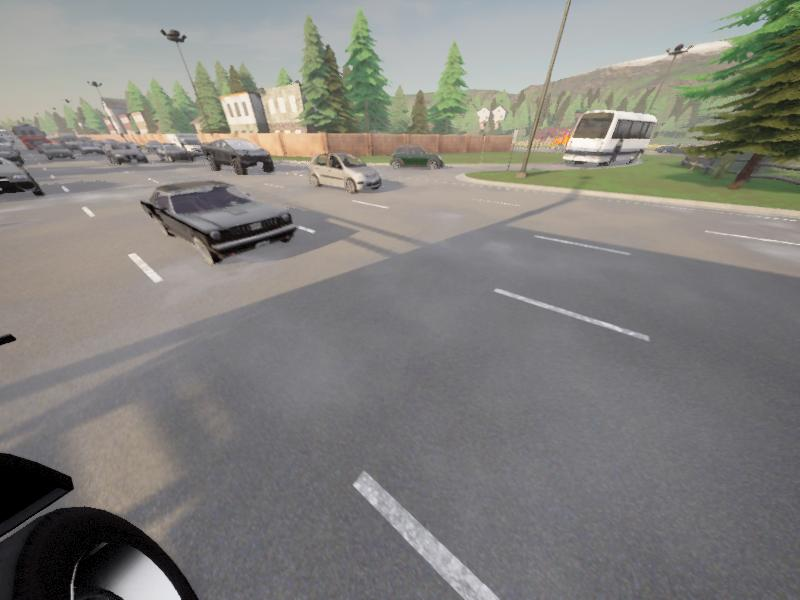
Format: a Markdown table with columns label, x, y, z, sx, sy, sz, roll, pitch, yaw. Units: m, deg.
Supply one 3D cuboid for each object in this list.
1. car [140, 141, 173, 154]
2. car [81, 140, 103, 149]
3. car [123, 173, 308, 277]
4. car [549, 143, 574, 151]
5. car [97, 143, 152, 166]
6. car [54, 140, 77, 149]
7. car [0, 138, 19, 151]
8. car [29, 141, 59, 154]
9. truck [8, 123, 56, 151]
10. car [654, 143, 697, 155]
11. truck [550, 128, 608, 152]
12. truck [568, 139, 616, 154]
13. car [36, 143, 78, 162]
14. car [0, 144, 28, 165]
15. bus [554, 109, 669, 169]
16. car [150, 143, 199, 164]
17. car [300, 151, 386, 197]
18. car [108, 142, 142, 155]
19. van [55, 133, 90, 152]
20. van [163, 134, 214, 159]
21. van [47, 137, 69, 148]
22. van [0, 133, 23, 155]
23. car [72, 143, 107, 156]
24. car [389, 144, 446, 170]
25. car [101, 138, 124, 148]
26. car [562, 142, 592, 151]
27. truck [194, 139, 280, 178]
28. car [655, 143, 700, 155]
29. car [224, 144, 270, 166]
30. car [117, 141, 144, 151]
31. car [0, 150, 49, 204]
| label | x | y | z | sx | sy | sz | roll | pitch | yaw |
| --- | --- | --- | --- | --- | --- | --- | --- | --- | --- |
| car | -38.186 | -23.991 | 36.221 | 5.238 | 1.638 | 1.930 | 23 | 41 | 29 |
| car | -64.358 | -32.509 | 48.308 | 3.806 | 1.475 | 1.970 | 23 | 41 | 29 |
| car | -4.770 | -2.218 | 5.896 | 4.718 | 1.301 | 1.895 | 23 | 41 | 29 |
| car | 36.302 | -34.489 | 51.969 | 4.181 | 1.385 | 1.994 | 23 | 41 | 29 |
| car | -26.367 | -14.010 | 22.126 | 4.611 | 1.667 | 2.242 | 23 | 41 | 29 |
| car | -66.633 | -31.019 | 46.021 | 3.633 | 1.501 | 1.845 | 23 | 41 | 29 |
| car | -70.317 | -27.719 | 41.037 | 4.605 | 1.855 | 1.932 | 23 | 41 | 29 |
| car | -53.638 | -23.023 | 34.779 | 3.633 | 1.501 | 1.845 | 23 | 41 | 29 |
| truck | -66.541 | -29.411 | 41.773 | 8.468 | 3.827 | 2.891 | 23 | 41 | 29 |
| car | 51.132 | -28.233 | 43.089 | 4.611 | 1.667 | 2.242 | 23 | 41 | 29 |
| truck | 36.578 | -32.877 | 47.564 | 8.468 | 3.827 | 2.891 | 23 | 41 | 29 |
| truck | 34.733 | -27.952 | 42.062 | 6.274 | 2.098 | 2.390 | 23 | 41 | 29 |
| car | -37.547 | -16.179 | 25.264 | 4.892 | 1.490 | 1.837 | 23 | 41 | 29 |
| car | -38.693 | -14.165 | 22.408 | 4.792 | 1.488 | 2.163 | 23 | 41 | 29 |
| bus | 21.253 | -16.147 | 23.319 | 10.273 | 4.253 | 3.944 | -19 | 41 | -26 |
| car | -23.405 | -15.238 | 23.921 | 5.238 | 1.638 | 1.930 | 23 | 41 | 29 |
| car | -2.873 | -6.528 | 11.759 | 3.988 | 1.617 | 1.851 | 23 | 41 | 29 |
| car | -40.846 | -22.521 | 34.327 | 5.357 | 1.411 | 2.033 | 23 | 41 | 29 |
| van | -55.579 | -26.752 | 39.176 | 5.915 | 2.561 | 1.988 | 23 | 41 | 29 |
| van | -26.770 | -19.477 | 29.227 | 6.366 | 2.431 | 2.351 | 23 | 41 | 29 |
| van | -77.578 | -35.827 | 52.388 | 4.442 | 1.987 | 1.775 | 23 | 41 | 29 |
| van | -56.893 | -22.263 | 32.919 | 6.366 | 2.431 | 2.351 | 23 | 41 | 29 |
| car | -43.547 | -21.171 | 32.387 | 5.357 | 1.411 | 2.033 | 23 | 41 | 29 |
| car | 1.409 | -12.231 | 19.734 | 4.553 | 1.767 | 2.097 | 1 | 35 | 2 |
| car | -64.623 | -35.246 | 51.847 | 4.553 | 1.767 | 2.097 | 23 | 41 | 29 |
| car | 40.511 | -35.278 | 52.951 | 4.974 | 1.542 | 2.038 | 23 | 41 | 29 |
| truck | -12.078 | -10.628 | 17.076 | 6.274 | 2.098 | 2.390 | 23 | 41 | 29 |
| car | 48.883 | -26.748 | 40.843 | 4.611 | 1.667 | 2.242 | 23 | 41 | 29 |
| car | -14.811 | -14.077 | 22.375 | 3.988 | 1.617 | 1.851 | 23 | 41 | 29 |
| car | -51.632 | -29.588 | 44.255 | 5.357 | 1.411 | 2.033 | 23 | 41 | 29 |
| car | -18.113 | -5.509 | 10.171 | 5.027 | 1.651 | 2.152 | 23 | 41 | 29 |
